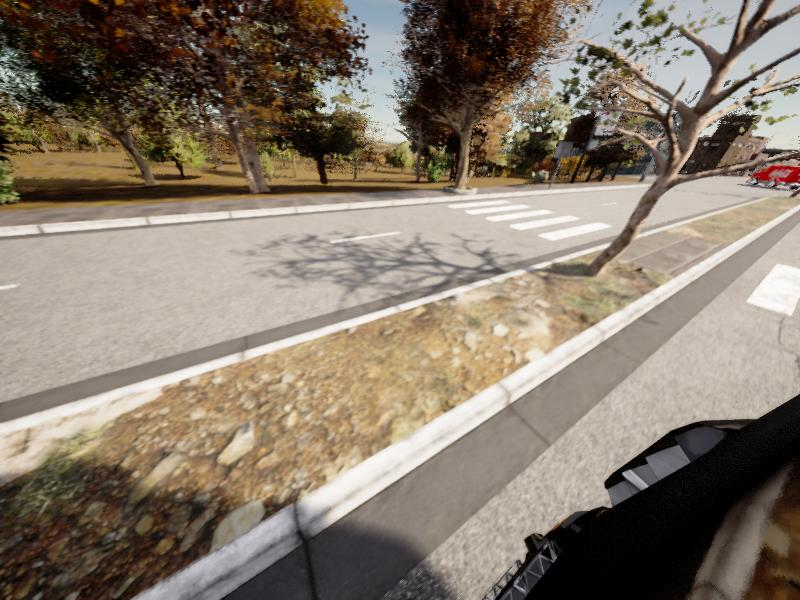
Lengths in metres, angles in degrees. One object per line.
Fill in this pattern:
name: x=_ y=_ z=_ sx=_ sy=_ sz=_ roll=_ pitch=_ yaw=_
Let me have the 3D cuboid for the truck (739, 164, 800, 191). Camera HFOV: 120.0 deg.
truck: x=47.704 y=-15.463 z=29.043 sx=2.627 sy=2.467 sz=5.204 roll=12 pitch=34 yaw=12
